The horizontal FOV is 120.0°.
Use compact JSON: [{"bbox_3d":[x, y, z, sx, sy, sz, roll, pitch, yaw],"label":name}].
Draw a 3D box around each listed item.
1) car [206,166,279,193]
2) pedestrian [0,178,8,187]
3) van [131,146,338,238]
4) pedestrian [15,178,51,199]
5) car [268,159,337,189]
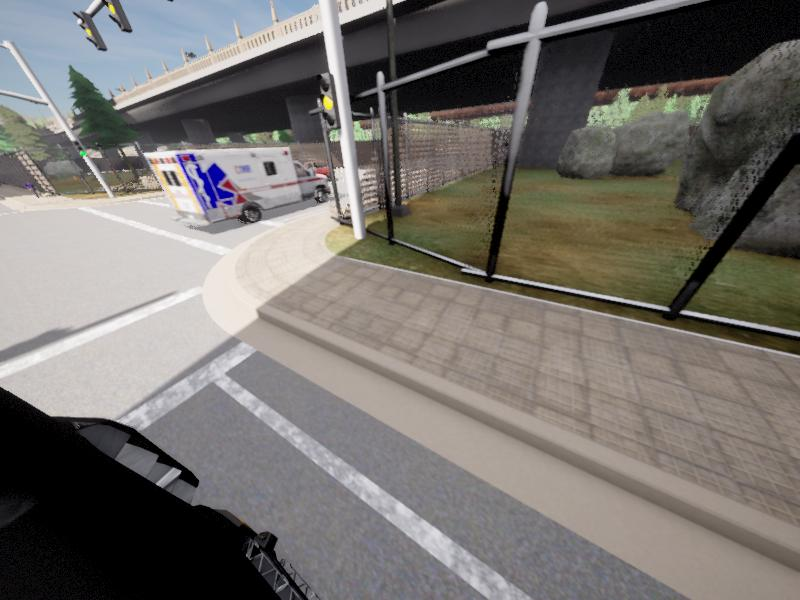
[{"bbox_3d":[-12.356,-9.670,18.424,1.994,1.385,4.181,16,38,26],"label":"car"},{"bbox_3d":[-51.390,-15.395,29.286,0.751,1.860,0.751,14,37,24],"label":"pedestrian"},{"bbox_3d":[-5.928,-4.929,9.787,2.351,2.431,6.366,16,38,26],"label":"van"},{"bbox_3d":[-27.022,-8.210,17.015,0.751,1.300,0.751,12,36,21],"label":"pedestrian"},{"bbox_3d":[-7.794,-10.494,19.034,2.242,1.667,4.611,15,38,26],"label":"car"}]
